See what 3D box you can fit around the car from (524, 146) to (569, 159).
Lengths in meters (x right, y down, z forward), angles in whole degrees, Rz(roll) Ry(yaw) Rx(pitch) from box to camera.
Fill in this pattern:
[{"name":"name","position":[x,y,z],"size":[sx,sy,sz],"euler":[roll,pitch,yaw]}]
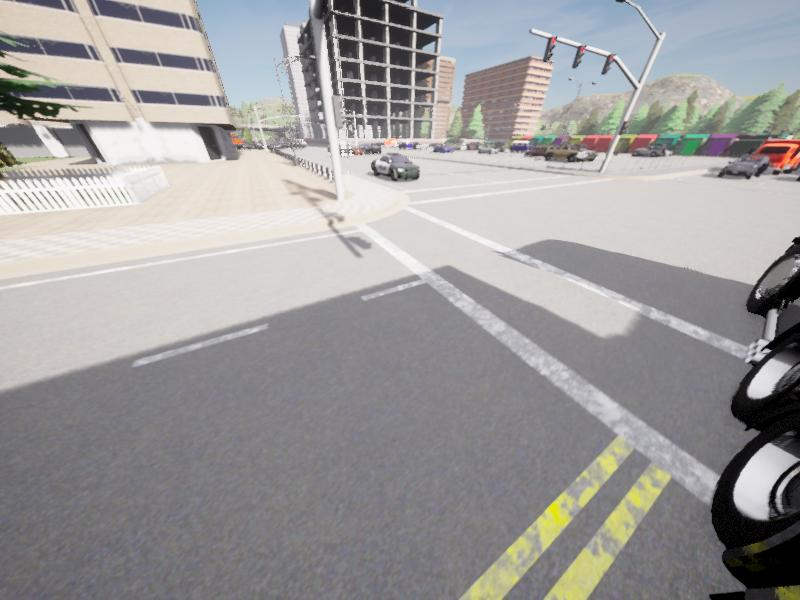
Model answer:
[{"name":"car","position":[21.870,-22.291,34.839],"size":[2.033,1.415,5.357],"euler":[-17,38,-23]}]

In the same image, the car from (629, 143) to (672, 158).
[{"name":"car","position":[39.783,-23.812,36.770],"size":[1.905,1.878,3.866],"euler":[-17,38,-23]}]

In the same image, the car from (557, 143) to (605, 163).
[{"name":"car","position":[22.562,-18.516,28.992],"size":[1.905,1.878,3.866],"euler":[-17,38,-23]}]

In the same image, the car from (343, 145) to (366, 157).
[{"name":"car","position":[-7.856,-25.719,39.749],"size":[2.163,1.488,4.792],"euler":[-17,38,-23]}]

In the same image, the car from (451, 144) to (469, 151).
[{"name":"car","position":[14.443,-36.961,55.945],"size":[1.970,1.475,3.806],"euler":[-17,38,-23]}]

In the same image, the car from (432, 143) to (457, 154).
[{"name":"car","position":[8.575,-29.602,45.159],"size":[2.242,1.667,4.611],"euler":[-17,38,-23]}]

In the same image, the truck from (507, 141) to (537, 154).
[{"name":"truck","position":[24.203,-30.450,46.045],"size":[2.069,2.038,4.478],"euler":[-17,38,-23]}]

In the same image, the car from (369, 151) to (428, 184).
[{"name":"car","position":[-0.301,-9.548,16.446],"size":[2.038,1.542,4.974],"euler":[-17,38,-23]}]

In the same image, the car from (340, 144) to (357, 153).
[{"name":"car","position":[-11.483,-33.615,51.182],"size":[2.033,1.411,5.357],"euler":[-17,38,-23]}]

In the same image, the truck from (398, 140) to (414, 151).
[{"name":"truck","position":[1.373,-37.374,55.843],"size":[2.069,2.038,4.478],"euler":[-17,38,-23]}]

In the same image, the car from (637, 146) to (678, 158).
[{"name":"car","position":[42.331,-24.388,38.042],"size":[1.970,1.475,3.806],"euler":[-17,38,-23]}]

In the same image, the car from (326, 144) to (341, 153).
[{"name":"car","position":[-14.276,-32.392,49.352],"size":[1.812,1.442,4.674],"euler":[-17,38,-23]}]

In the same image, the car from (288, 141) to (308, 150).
[{"name":"car","position":[-25.543,-38.709,57.898],"size":[3.866,1.878,1.905],"euler":[-18,39,-24]}]

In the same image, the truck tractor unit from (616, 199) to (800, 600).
[{"name":"truck tractor unit","position":[4.993,-0.403,0.932],"size":[6.516,4.208,3.053],"euler":[-23,41,-29]}]

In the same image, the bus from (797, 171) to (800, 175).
[{"name":"bus","position":[39.187,-12.681,18.900],"size":[10.273,4.253,3.944],"euler":[-16,38,-22]}]

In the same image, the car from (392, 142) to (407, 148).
[{"name":"car","position":[-0.150,-51.143,76.329],"size":[4.611,1.667,2.242],"euler":[-17,38,-24]}]

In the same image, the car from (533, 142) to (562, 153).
[{"name":"car","position":[31.394,-32.611,49.385],"size":[1.932,1.855,4.605],"euler":[-17,38,-23]}]

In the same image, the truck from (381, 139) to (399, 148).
[{"name":"truck","position":[-3.275,-52.834,77.919],"size":[5.204,2.467,2.627],"euler":[-17,38,-24]}]

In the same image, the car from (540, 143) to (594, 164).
[{"name":"car","position":[19.994,-17.767,27.887],"size":[1.932,1.855,4.605],"euler":[-17,38,-23]}]

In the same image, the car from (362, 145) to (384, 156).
[{"name":"car","position":[-4.876,-26.784,41.259],"size":[1.882,1.535,5.008],"euler":[-17,38,-24]}]

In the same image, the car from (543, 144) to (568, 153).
[{"name":"car","position":[33.968,-33.185,50.603],"size":[1.784,1.438,3.905],"euler":[-17,38,-23]}]

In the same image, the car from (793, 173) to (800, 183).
[{"name":"car","position":[30.365,-9.129,16.013],"size":[5.027,1.651,2.152],"euler":[-17,38,-23]}]

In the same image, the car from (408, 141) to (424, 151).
[{"name":"car","position":[3.882,-38.110,57.091],"size":[1.932,1.855,4.605],"euler":[-17,38,-23]}]

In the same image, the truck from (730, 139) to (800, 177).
[{"name":"truck","position":[32.183,-12.249,19.783],"size":[5.204,2.467,2.627],"euler":[-16,38,-22]}]

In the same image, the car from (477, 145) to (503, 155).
[{"name":"car","position":[16.592,-27.822,42.784],"size":[1.970,1.475,3.806],"euler":[-17,38,-23]}]

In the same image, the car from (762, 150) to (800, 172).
[{"name":"car","position":[38.808,-13.795,22.846],"size":[5.366,1.575,1.801],"euler":[-16,38,-22]}]

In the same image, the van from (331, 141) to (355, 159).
[{"name":"van","position":[-8.695,-22.680,34.869],"size":[2.069,2.038,4.480],"euler":[-17,38,-23]}]

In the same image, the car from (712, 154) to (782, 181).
[{"name":"car","position":[26.161,-10.088,17.442],"size":[3.633,1.501,1.845],"euler":[-17,38,-23]}]
